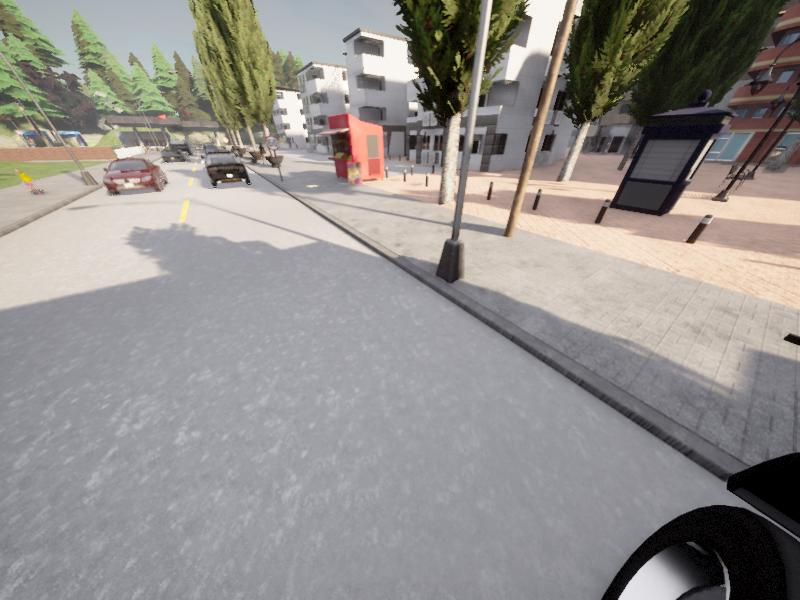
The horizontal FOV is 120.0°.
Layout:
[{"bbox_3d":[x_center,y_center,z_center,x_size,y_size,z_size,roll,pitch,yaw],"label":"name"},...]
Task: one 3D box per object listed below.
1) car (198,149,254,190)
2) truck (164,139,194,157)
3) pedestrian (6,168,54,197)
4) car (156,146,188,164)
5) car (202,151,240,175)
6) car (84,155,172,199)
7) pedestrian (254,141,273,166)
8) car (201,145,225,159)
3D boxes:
[{"bbox_3d":[-10.589,-8.011,13.929,1.930,1.638,5.238,-23,41,-28],"label":"car"},{"bbox_3d":[-35.376,-24.544,37.168,2.390,2.098,6.274,-22,40,-27],"label":"truck"},{"bbox_3d":[-16.432,-5.244,10.293,0.500,1.100,0.500,-1,35,-1],"label":"pedestrian"},{"bbox_3d":[-26.045,-16.703,26.519,1.816,1.474,4.193,-21,40,-27],"label":"car"},{"bbox_3d":[-14.697,-11.271,18.885,1.895,1.301,4.718,-22,41,-28],"label":"car"},{"bbox_3d":[-13.814,-6.602,12.124,1.812,1.442,4.674,-21,40,-27],"label":"car"},{"bbox_3d":[-12.619,-13.511,21.335,0.751,1.860,0.751,25,42,31],"label":"pedestrian"},{"bbox_3d":[-26.487,-20.962,32.635,2.033,1.411,5.357,-22,41,-28],"label":"car"}]
